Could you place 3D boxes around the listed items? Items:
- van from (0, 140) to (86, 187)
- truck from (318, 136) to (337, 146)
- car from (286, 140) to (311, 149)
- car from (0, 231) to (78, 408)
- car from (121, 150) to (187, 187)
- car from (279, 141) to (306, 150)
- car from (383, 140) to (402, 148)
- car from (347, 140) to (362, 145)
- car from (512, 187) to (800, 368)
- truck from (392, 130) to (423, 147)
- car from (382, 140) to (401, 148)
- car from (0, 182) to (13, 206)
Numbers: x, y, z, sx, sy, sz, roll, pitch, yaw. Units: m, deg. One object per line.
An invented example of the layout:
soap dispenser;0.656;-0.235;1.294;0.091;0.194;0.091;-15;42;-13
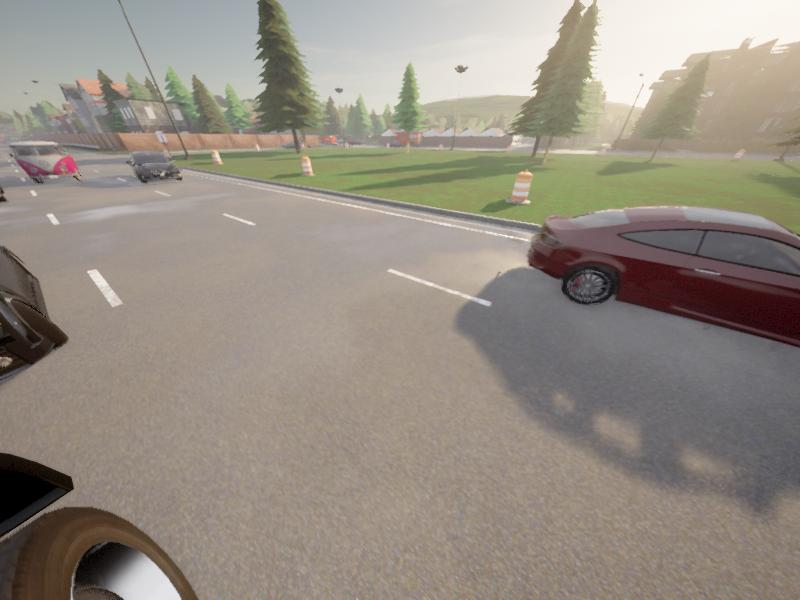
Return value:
van;-20.551;-8.107;13.520;4.442;1.987;1.775;29;44;33
truck;-22.721;-50.306;72.882;5.204;2.467;2.627;22;41;28
car;-23.096;-35.558;52.795;2.242;1.667;4.611;28;44;34
car;-6.021;0.073;2.592;4.181;1.385;1.994;22;42;28
car;-14.937;-8.109;13.995;4.892;1.490;1.837;29;44;34
car;-22.756;-32.785;48.940;2.007;1.525;4.514;25;42;31
car;-2.032;-43.929;64.974;5.027;1.651;2.152;22;41;28
car;-14.919;-51.659;75.717;4.792;1.488;2.163;22;41;28
car;4.524;-0.524;3.427;4.674;1.442;1.812;22;40;28
truck;2.069;-45.754;65.426;8.468;3.827;2.891;22;41;28
car;-2.146;-41.597;61.498;4.611;1.667;2.242;22;41;28
car;-18.045;-4.768;9.128;5.027;1.651;2.152;22;41;28
